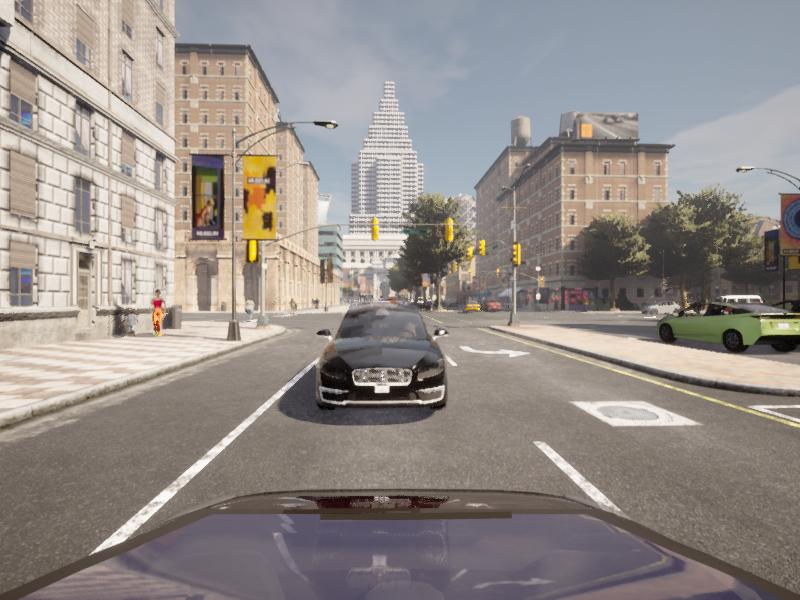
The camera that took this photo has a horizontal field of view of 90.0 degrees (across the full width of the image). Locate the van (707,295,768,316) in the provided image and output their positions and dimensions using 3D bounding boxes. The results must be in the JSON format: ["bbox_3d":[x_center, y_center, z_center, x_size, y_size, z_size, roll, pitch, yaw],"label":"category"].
[{"bbox_3d":[34.094,0.571,40.461,4.480,2.038,2.069,0,0,-2],"label":"van"}]

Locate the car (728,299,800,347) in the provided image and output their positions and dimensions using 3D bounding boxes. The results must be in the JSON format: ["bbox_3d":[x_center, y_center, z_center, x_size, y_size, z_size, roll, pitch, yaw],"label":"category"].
[{"bbox_3d":[14.424,0.788,14.428,1.851,1.617,3.988,0,0,-2],"label":"car"}]

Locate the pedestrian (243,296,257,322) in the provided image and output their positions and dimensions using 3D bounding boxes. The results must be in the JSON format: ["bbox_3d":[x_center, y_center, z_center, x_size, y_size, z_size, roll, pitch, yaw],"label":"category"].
[{"bbox_3d":[-11.033,0.637,29.377,0.751,1.860,0.751,0,0,-1],"label":"pedestrian"}]

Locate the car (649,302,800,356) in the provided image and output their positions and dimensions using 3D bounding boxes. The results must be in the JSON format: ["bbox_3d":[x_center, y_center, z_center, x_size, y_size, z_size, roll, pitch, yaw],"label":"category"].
[{"bbox_3d":[10.942,0.828,13.624,2.007,1.525,4.514,0,0,-2],"label":"car"}]

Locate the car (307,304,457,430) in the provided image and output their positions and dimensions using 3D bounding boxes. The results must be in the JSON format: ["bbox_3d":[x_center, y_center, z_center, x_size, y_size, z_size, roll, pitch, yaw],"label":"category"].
[{"bbox_3d":[-0.314,0.845,7.353,1.837,1.490,4.892,0,0,-2],"label":"car"}]

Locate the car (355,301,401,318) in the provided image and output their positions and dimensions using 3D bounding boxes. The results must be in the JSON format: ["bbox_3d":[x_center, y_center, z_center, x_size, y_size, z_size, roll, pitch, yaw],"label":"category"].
[{"bbox_3d":[-2.056,0.853,37.341,3.806,1.475,1.970,0,0,23],"label":"car"}]

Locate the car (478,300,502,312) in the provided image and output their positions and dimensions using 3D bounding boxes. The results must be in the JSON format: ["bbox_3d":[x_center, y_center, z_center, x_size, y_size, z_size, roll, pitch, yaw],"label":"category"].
[{"bbox_3d":[12.759,0.780,56.854,2.152,1.651,5.027,0,0,-2],"label":"car"}]

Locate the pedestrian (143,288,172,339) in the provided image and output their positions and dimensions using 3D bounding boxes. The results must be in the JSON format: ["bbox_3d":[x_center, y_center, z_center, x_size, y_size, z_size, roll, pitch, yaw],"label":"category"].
[{"bbox_3d":[-9.098,0.485,15.036,0.751,1.860,0.751,0,0,-16],"label":"pedestrian"}]

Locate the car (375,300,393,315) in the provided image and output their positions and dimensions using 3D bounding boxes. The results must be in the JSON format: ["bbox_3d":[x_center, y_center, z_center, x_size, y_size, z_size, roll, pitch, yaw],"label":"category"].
[{"bbox_3d":[-1.754,0.823,44.195,1.882,1.535,5.008,0,0,-2],"label":"car"}]

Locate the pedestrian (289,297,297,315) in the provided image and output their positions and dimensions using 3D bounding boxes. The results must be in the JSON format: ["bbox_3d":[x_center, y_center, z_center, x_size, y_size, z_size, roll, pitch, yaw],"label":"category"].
[{"bbox_3d":[-11.407,0.637,42.687,0.751,1.860,0.751,0,0,-1],"label":"pedestrian"}]

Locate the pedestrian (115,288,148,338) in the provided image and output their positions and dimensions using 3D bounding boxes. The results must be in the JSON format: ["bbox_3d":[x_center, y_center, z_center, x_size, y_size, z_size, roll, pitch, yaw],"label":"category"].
[{"bbox_3d":[-10.250,0.485,15.309,0.751,1.860,0.751,0,0,-2],"label":"pedestrian"}]

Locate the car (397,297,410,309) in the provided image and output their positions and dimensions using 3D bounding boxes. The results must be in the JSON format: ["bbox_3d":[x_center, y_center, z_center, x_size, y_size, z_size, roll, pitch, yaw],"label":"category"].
[{"bbox_3d":[0.608,0.572,73.277,2.150,2.045,5.566,0,0,-2],"label":"car"}]

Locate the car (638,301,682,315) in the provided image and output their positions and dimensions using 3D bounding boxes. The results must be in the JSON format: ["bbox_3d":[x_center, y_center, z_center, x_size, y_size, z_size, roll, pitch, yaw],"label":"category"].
[{"bbox_3d":[28.377,0.827,43.710,3.633,1.501,1.845,0,0,-3],"label":"car"}]

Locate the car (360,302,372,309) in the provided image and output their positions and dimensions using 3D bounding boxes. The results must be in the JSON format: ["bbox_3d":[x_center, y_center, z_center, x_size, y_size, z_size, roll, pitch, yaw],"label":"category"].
[{"bbox_3d":[-6.101,0.939,72.132,1.895,1.301,4.718,0,0,-2],"label":"car"}]

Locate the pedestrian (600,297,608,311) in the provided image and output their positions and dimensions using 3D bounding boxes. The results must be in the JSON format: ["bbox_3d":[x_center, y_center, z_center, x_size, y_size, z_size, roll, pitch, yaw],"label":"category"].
[{"bbox_3d":[27.204,0.485,53.380,0.751,1.860,0.751,0,0,-3],"label":"pedestrian"}]

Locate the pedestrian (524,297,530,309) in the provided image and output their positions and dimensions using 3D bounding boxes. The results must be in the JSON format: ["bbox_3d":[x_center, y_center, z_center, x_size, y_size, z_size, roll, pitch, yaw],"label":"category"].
[{"bbox_3d":[20.220,0.485,63.817,0.751,1.860,0.751,0,0,-1],"label":"pedestrian"}]

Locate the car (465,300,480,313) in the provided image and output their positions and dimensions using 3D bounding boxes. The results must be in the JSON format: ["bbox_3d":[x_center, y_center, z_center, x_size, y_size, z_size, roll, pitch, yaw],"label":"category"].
[{"bbox_3d":[9.210,0.802,51.328,1.801,1.575,5.366,0,0,9],"label":"car"}]
